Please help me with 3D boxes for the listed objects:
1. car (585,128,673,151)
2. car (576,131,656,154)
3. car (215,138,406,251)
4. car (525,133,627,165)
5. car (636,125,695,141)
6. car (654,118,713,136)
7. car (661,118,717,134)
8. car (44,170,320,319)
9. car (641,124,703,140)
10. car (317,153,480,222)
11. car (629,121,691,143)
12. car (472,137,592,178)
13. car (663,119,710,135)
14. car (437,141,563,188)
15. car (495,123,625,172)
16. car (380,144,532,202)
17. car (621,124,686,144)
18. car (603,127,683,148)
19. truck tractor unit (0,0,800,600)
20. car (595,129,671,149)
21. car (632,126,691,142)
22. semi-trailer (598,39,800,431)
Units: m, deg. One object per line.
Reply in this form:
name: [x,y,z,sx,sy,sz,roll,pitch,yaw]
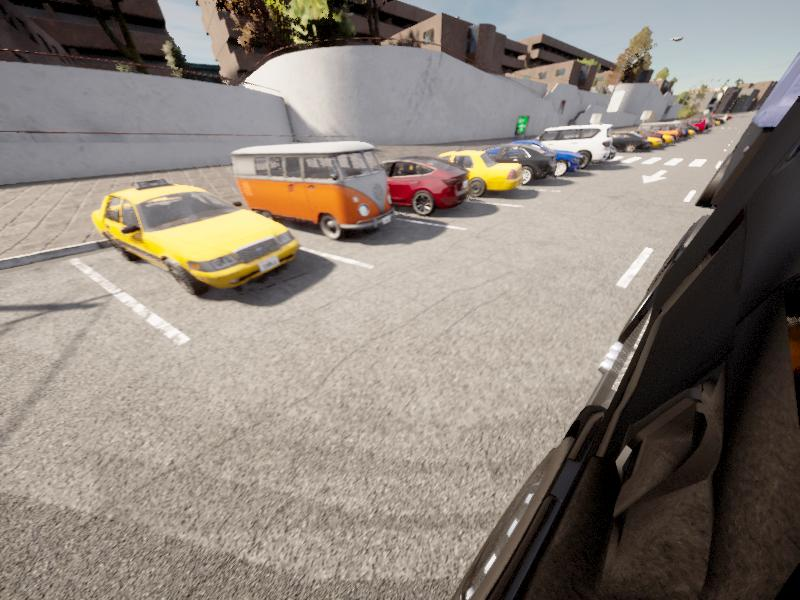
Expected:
car: [20.631,-14.699,21.262,5.366,1.575,1.946,17,40,25]
car: [18.190,-13.525,19.853,4.674,1.452,2.002,17,40,25]
car: [-2.269,-2.969,6.137,4.442,1.987,1.878,17,40,25]
car: [11.334,-9.998,15.326,4.892,1.521,2.231,17,40,25]
car: [36.437,-23.040,31.921,4.792,1.488,2.163,17,40,25]
car: [47.848,-29.311,39.220,5.566,2.045,2.435,17,41,25]
car: [52.470,-31.737,42.172,5.566,2.045,2.435,17,40,25]
car: [-4.484,-1.572,4.741,5.366,1.575,1.946,17,40,25]
car: [38.913,-24.219,33.315,5.366,1.575,1.946,17,40,25]
car: [-0.105,-3.996,7.843,4.792,1.488,2.163,17,41,25]
car: [31.993,-20.826,28.714,4.442,1.987,1.878,17,40,25]
car: [6.769,-7.610,12.318,5.008,1.535,2.097,17,40,25]
car: [50.265,-30.475,40.665,4.442,1.987,1.878,17,40,25]
car: [4.491,-6.406,10.809,4.892,1.521,2.231,17,40,25]
car: [9.015,-9.010,13.676,5.566,2.045,2.435,17,40,25]
car: [2.042,-5.263,9.390,5.366,1.575,1.946,17,41,25]
car: [29.628,-19.572,27.293,4.553,1.767,2.185,17,40,25]
car: [25.200,-17.064,24.283,5.366,1.575,1.946,17,40,25]
truck tractor unit: [2.645,-0.295,0.351,6.516,4.208,3.053,-28,44,-30]
car: [22.728,-15.909,22.879,4.792,1.488,2.163,17,40,25]
car: [34.182,-21.828,30.411,4.674,1.452,2.002,17,40,25]
semi-trailer: [8.702,-3.570,4.270,14.254,4.402,2.717,-28,43,-30]
